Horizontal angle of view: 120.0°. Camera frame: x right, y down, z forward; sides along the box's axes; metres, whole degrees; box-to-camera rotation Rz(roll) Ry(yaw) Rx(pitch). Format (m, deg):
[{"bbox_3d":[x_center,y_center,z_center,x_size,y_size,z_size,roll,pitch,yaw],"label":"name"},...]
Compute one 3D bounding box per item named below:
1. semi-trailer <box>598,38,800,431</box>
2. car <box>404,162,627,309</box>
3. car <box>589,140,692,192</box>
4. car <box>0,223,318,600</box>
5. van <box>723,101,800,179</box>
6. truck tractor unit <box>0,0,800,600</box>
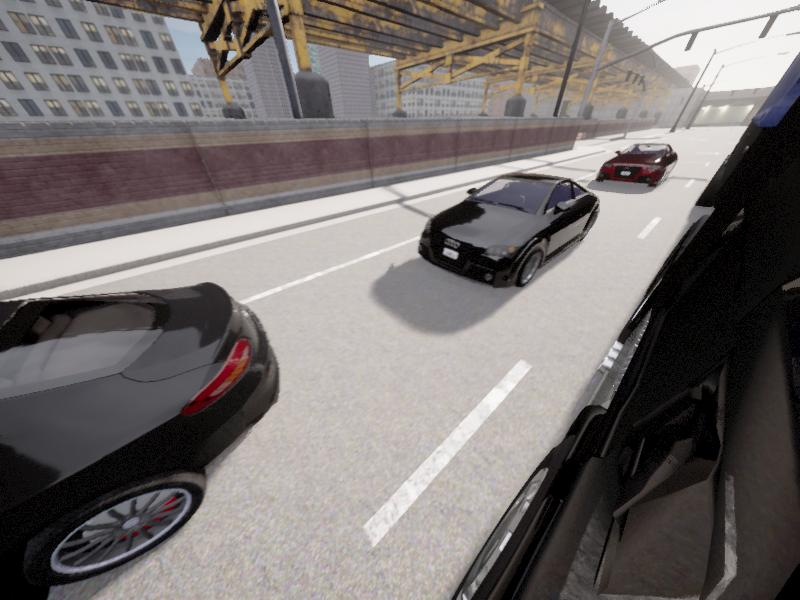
[{"bbox_3d":[8.700,-3.574,4.268,14.254,4.402,2.717,-28,43,-30],"label":"semi-trailer"},{"bbox_3d":[2.337,-1.693,4.632,4.181,1.385,1.994,-28,43,-30],"label":"car"},{"bbox_3d":[10.251,-5.844,9.838,4.181,1.385,1.994,-28,43,-30],"label":"car"},{"bbox_3d":[-3.124,1.137,1.022,4.674,1.442,1.812,-28,43,-30],"label":"car"},{"bbox_3d":[18.010,-7.682,10.927,5.915,2.561,1.988,-28,43,-30],"label":"van"},{"bbox_3d":[2.645,-0.295,0.351,6.516,4.208,3.053,-28,44,-30],"label":"truck tractor unit"}]
